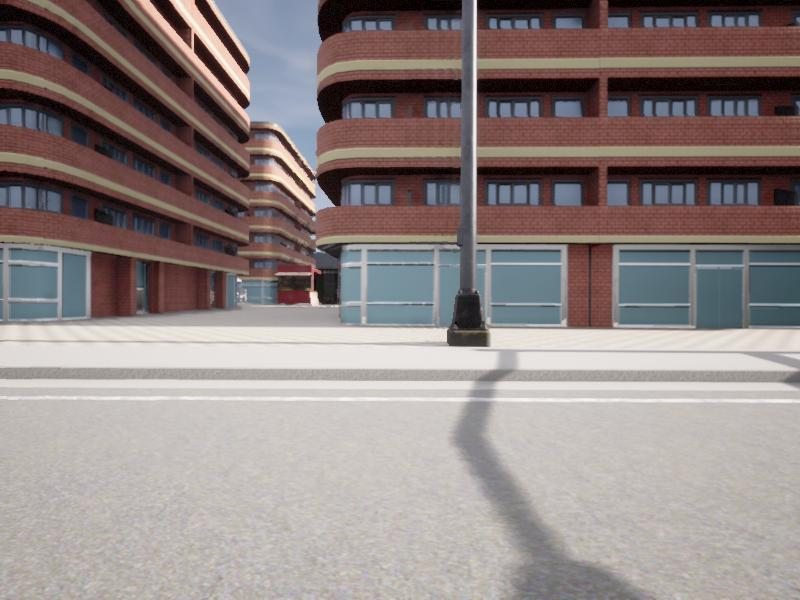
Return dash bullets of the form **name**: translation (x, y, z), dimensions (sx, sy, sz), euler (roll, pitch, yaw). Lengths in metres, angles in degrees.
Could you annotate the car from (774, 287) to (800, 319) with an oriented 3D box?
- **car**: translation (23.760, 0.175, 22.082), dimensions (1.932, 1.855, 4.605), euler (0, -1, 1)
